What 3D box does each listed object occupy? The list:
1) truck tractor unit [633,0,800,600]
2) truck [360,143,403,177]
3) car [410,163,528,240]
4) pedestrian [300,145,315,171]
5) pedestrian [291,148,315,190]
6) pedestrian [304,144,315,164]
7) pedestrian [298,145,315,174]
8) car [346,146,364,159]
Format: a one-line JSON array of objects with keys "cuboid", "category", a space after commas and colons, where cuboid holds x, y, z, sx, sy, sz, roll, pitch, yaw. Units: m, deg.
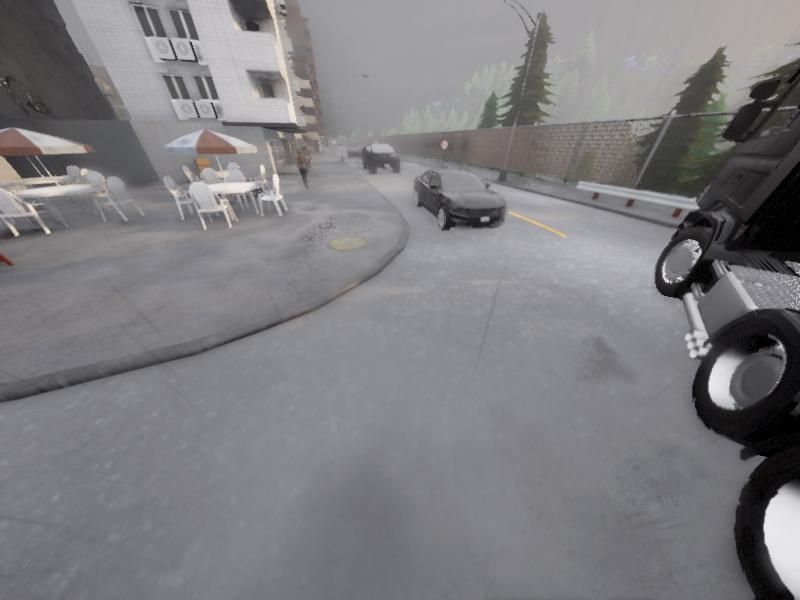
[{"cuboid": [4.615, -0.624, 1.248, 3.053, 4.208, 6.516, 24, 41, 30], "category": "truck tractor unit"}, {"cuboid": [-1.779, -12.195, 19.868, 2.390, 2.098, 6.274, -9, 35, -13], "category": "truck"}, {"cuboid": [1.858, -3.817, 8.234, 1.882, 1.535, 5.008, -6, 35, -10], "category": "car"}, {"cuboid": [-7.934, -12.258, 19.914, 0.751, 1.860, 0.751, -14, 37, -19], "category": "pedestrian"}, {"cuboid": [-5.046, -6.825, 12.055, 0.751, 1.860, 0.751, -11, 36, -16], "category": "pedestrian"}, {"cuboid": [-9.957, -16.129, 25.528, 0.751, 1.860, 0.751, -12, 37, -17], "category": "pedestrian"}, {"cuboid": [-7.163, -10.753, 17.736, 0.751, 1.860, 0.751, -15, 37, -21], "category": "pedestrian"}, {"cuboid": [-7.044, -22.850, 35.690, 1.930, 1.638, 5.238, -9, 35, -13], "category": "car"}]
